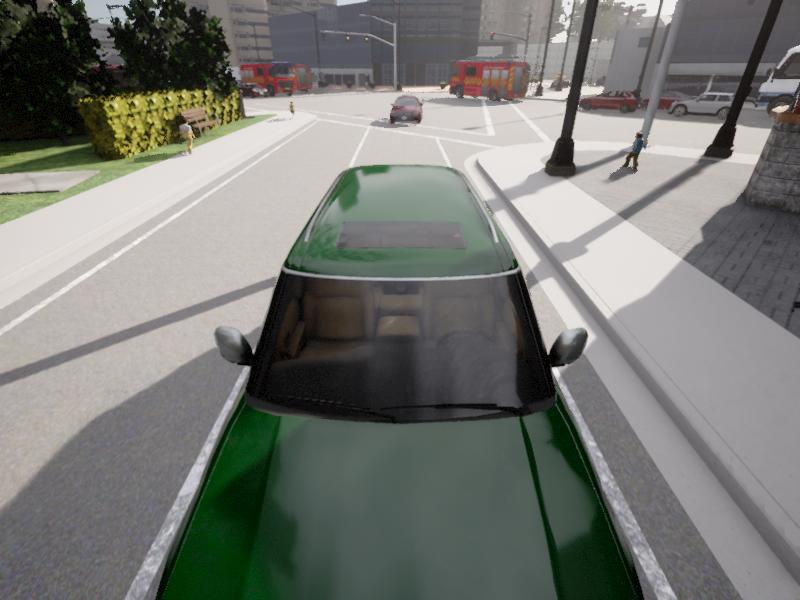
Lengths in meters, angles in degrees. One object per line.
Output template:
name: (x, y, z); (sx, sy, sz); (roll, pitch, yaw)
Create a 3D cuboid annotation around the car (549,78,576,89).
car: (25.577, -34.032, 62.905); (4.181, 1.385, 1.994); (-25, 39, -36)

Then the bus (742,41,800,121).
bus: (27.521, -12.782, 23.313); (3.944, 4.253, 10.273); (-27, 38, -37)

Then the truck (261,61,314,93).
truck: (-16.250, -32.074, 57.524); (2.891, 3.827, 8.468); (-27, 39, -38)

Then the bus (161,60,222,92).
bus: (-33.186, -35.601, 63.618); (10.273, 4.253, 3.944); (23, 37, 35)

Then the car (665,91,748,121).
car: (20.107, -12.838, 26.367); (1.970, 1.475, 3.806); (-26, 39, -37)

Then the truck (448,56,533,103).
truck: (8.888, -22.573, 40.858); (2.891, 3.827, 8.468); (-19, 35, -29)

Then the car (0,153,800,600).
car: (0.010, 0.278, 3.534); (2.150, 2.045, 5.566); (0, 30, 0)

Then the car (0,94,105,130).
car: (-20.835, -11.210, 23.723); (4.792, 1.488, 2.163); (-26, 39, -37)

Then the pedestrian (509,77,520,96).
pedestrian: (12.681, -23.670, 44.336); (0.751, 1.860, 0.751); (12, 32, 19)

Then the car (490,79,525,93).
car: (14.403, -28.634, 53.499); (4.974, 1.542, 2.038); (-26, 39, -37)

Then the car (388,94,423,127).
car: (0.414, -11.775, 24.701); (1.812, 1.442, 4.674); (2, 30, 4)

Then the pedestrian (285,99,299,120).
pedestrian: (-6.668, -11.792, 24.751); (0.500, 1.100, 0.500); (7, 31, 12)

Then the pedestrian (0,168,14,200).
pedestrian: (-10.292, -3.297, 9.467); (0.751, 1.860, 0.751); (2, 30, 4)

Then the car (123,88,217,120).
car: (-15.871, -13.713, 27.868); (5.027, 1.651, 2.152); (-26, 39, -37)

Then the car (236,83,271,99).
car: (-16.711, -23.874, 45.587); (1.970, 1.475, 3.806); (-27, 39, -37)

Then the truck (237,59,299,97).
truck: (-16.130, -27.060, 48.774); (2.891, 3.827, 8.468); (-27, 39, -38)

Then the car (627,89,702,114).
car: (20.175, -15.250, 30.645); (4.181, 1.385, 1.994); (27, 39, 38)

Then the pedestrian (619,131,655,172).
pedestrian: (7.248, -4.564, 12.275); (0.500, 1.100, 0.500); (-7, 31, -12)

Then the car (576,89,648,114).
car: (15.838, -14.978, 30.092); (1.816, 1.474, 4.193); (-27, 39, -37)

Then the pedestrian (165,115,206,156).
pedestrian: (-7.874, -6.046, 14.725); (0.751, 1.300, 0.751); (5, 31, 8)
